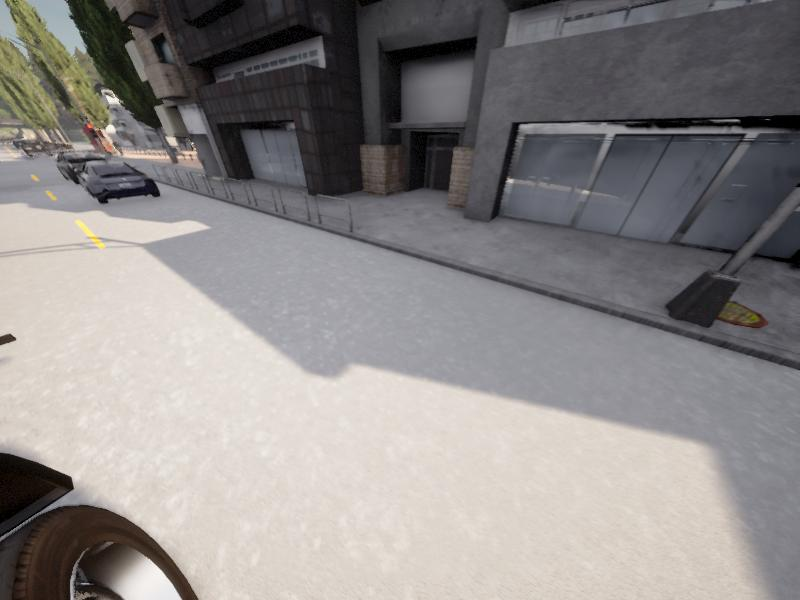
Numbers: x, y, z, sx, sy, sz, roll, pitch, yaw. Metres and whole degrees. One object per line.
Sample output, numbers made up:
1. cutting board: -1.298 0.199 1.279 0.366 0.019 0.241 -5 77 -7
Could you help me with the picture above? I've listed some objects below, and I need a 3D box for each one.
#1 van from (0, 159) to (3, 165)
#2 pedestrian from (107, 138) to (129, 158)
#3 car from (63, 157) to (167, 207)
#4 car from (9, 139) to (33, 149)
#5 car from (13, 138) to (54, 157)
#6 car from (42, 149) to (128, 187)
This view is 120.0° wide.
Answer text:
1. van: -39.136 -13.849 21.002 5.915 2.561 1.988 22 41 28
2. pedestrian: -32.920 -17.790 27.011 0.751 1.860 0.751 19 39 24
3. car: -12.520 -5.315 10.149 4.181 1.385 1.994 24 42 30
4. car: -75.973 -31.283 46.307 4.892 1.490 1.837 22 41 28
5. car: -47.381 -19.763 29.896 4.605 1.855 1.932 23 41 27
6. car: -18.498 -7.851 13.556 4.514 1.525 2.007 22 41 28
